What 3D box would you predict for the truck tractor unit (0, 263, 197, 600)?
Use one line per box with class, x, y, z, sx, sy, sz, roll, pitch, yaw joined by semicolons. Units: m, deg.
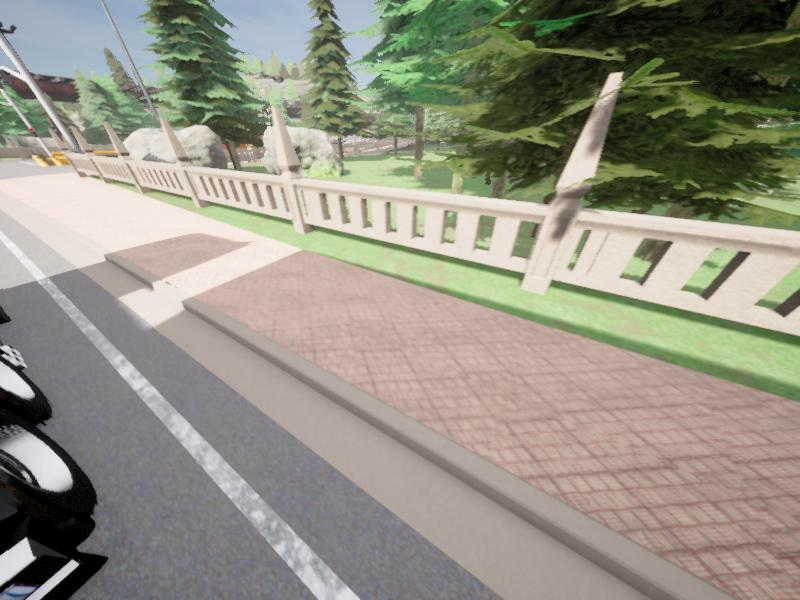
truck tractor unit;-5.110;-0.302;0.781;6.516;4.208;3.053;18;39;24
